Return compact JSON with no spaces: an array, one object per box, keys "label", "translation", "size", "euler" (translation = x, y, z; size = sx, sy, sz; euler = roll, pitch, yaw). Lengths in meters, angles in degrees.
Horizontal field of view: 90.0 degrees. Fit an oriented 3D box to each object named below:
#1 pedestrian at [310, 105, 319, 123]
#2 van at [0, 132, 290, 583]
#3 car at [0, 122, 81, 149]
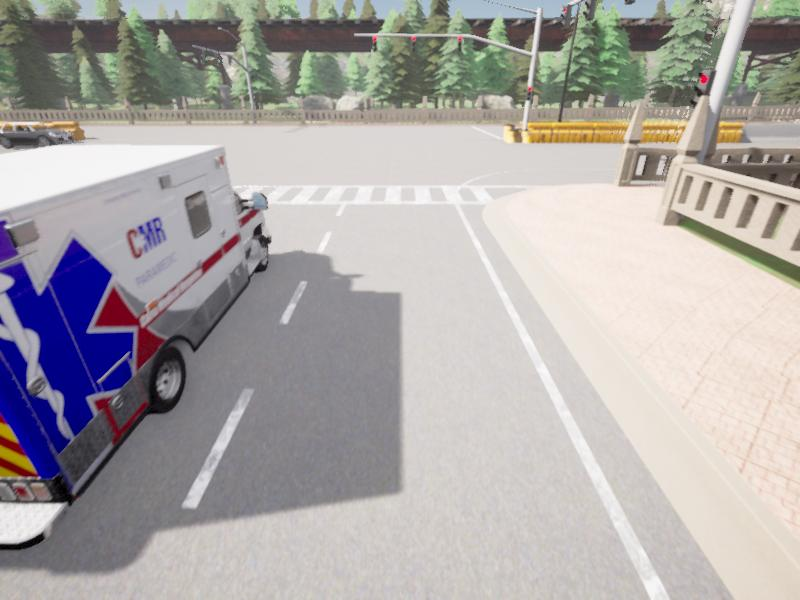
[{"label":"pedestrian","translation":[-9.697,-21.170,45.471],"size":[0.751,1.860,0.751],"euler":[1,27,1]},{"label":"van","translation":[-3.492,-0.556,5.070],"size":[2.351,2.431,6.366],"euler":[0,27,0]},{"label":"car","translation":[-23.431,-10.623,25.760],"size":[3.806,1.475,1.970],"euler":[0,27,1]}]
